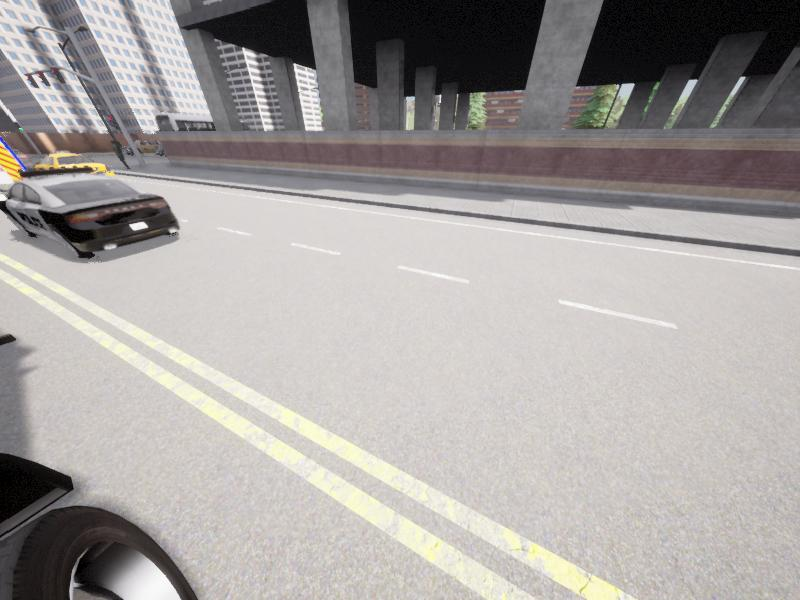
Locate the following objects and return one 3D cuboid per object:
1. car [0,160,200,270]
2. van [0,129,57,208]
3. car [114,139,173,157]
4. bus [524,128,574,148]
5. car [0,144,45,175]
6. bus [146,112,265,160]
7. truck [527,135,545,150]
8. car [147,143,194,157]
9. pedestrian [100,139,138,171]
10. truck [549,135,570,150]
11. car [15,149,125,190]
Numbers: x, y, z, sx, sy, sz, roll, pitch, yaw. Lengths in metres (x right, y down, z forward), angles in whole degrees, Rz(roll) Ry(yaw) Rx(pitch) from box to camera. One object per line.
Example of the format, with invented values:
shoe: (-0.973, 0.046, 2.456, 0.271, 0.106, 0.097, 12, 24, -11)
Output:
car: (-8.153, -2.445, 5.895, 5.238, 1.638, 1.930, 15, 38, 20)
van: (-18.005, -5.412, 9.356, 6.366, 2.431, 2.351, 15, 38, 20)
car: (-34.376, -20.519, 31.136, 1.932, 1.855, 4.605, 17, 38, 22)
bus: (39.956, -43.846, 62.593, 10.273, 4.253, 3.944, 15, 38, 20)
car: (-29.609, -10.440, 17.063, 4.611, 1.667, 2.242, 15, 38, 20)
bus: (-23.711, -20.796, 29.538, 3.944, 4.253, 10.273, 15, 38, 20)
truck: (29.418, -34.071, 49.951, 2.615, 2.467, 5.204, 15, 38, 20)
car: (-30.662, -20.192, 31.045, 1.970, 1.475, 3.806, 15, 38, 20)
pedestrian: (-20.298, -10.490, 16.723, 0.751, 1.860, 0.751, -10, 36, -14)
truck: (33.329, -33.014, 48.478, 2.615, 2.467, 5.204, 15, 38, 20)
car: (-18.404, -7.408, 12.917, 5.366, 1.575, 1.801, 16, 38, 20)
